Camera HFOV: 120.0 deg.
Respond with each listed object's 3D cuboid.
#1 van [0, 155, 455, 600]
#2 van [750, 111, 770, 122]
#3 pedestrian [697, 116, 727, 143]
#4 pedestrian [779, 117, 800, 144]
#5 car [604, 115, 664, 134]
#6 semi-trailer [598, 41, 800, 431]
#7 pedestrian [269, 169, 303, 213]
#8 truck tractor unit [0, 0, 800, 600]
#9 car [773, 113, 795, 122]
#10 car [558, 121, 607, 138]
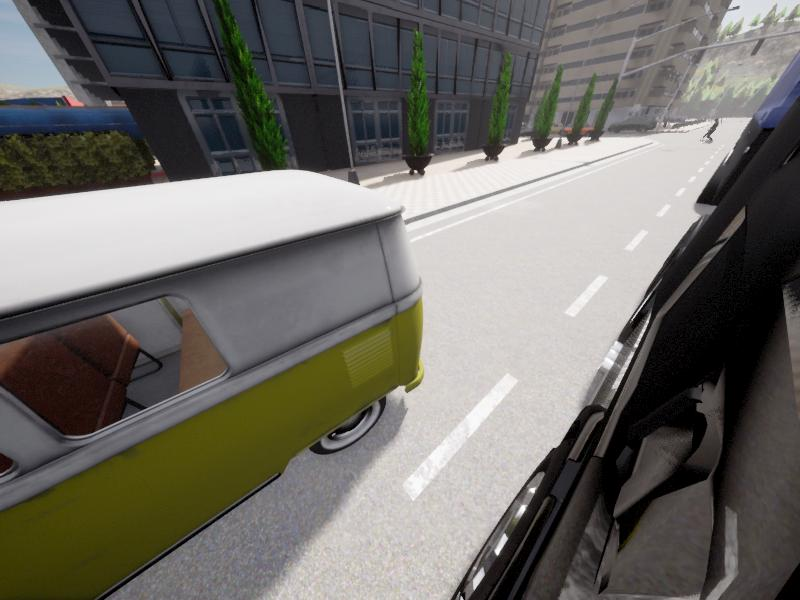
[{"bbox_3d":[-2.009,0.610,1.299,4.442,1.987,1.775,-25,42,-27],"label":"van"},{"bbox_3d":[84.281,-42.993,54.067,4.442,1.987,1.775,-28,43,-29],"label":"van"},{"bbox_3d":[27.319,-14.945,20.258,0.751,1.860,0.751,-27,43,-29],"label":"pedestrian"},{"bbox_3d":[30.036,-12.871,17.330,0.751,1.860,0.751,-20,40,-22],"label":"pedestrian"},{"bbox_3d":[34.675,-26.084,34.476,2.150,2.045,5.566,-28,43,-29],"label":"car"},{"bbox_3d":[8.682,-3.619,4.239,14.254,4.402,2.717,-28,44,-30],"label":"semi-trailer"},{"bbox_3d":[-3.499,-3.351,7.128,0.500,1.100,0.500,-28,44,-30],"label":"pedestrian"},{"bbox_3d":[2.645,-0.295,0.351,6.516,4.208,3.053,-28,44,-30],"label":"truck tractor unit"},{"bbox_3d":[85.356,-40.626,51.354,4.181,1.385,1.994,-28,43,-29],"label":"car"},{"bbox_3d":[24.594,-23.095,31.339,2.097,1.767,4.553,-28,43,-29],"label":"car"}]
